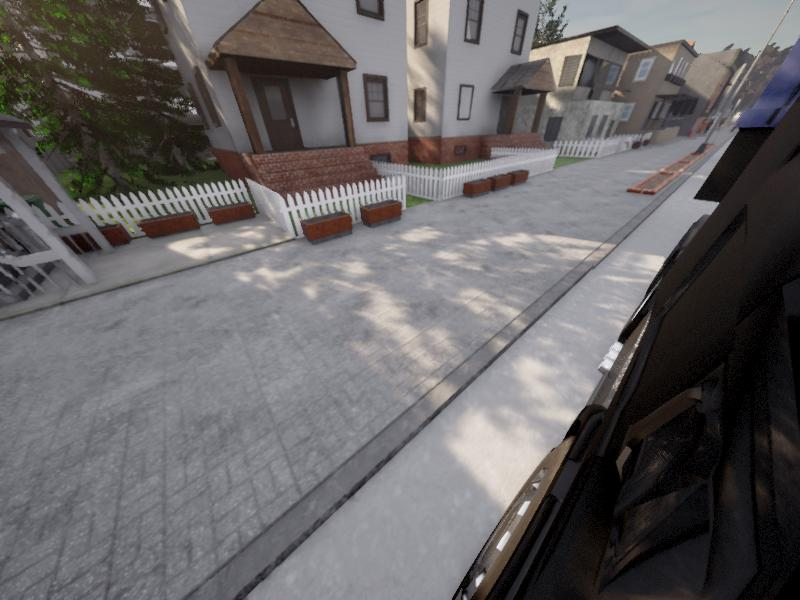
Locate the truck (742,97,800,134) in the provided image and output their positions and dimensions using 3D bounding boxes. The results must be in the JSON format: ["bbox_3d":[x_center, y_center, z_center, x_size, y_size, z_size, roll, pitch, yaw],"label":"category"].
[{"bbox_3d":[53.694,-26.673,33.582,8.468,3.827,2.891,-27,43,-30],"label":"truck"}]

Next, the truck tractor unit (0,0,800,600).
[{"bbox_3d":[2.645,-0.295,0.351,6.516,4.208,3.053,-28,44,-30],"label":"truck tractor unit"}]

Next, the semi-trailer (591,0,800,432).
[{"bbox_3d":[9.111,-3.264,3.809,14.254,4.402,2.717,-23,41,-25],"label":"semi-trailer"}]

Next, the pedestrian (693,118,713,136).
[{"bbox_3d":[41.063,-23.425,31.296,0.751,1.860,0.751,-23,41,-25],"label":"pedestrian"}]

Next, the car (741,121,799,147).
[{"bbox_3d":[31.733,-14.386,19.980,5.238,1.638,1.930,-28,43,-30],"label":"car"}]

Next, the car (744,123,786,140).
[{"bbox_3d":[40.745,-18.945,25.893,4.181,1.385,1.994,-27,43,-30],"label":"car"}]
